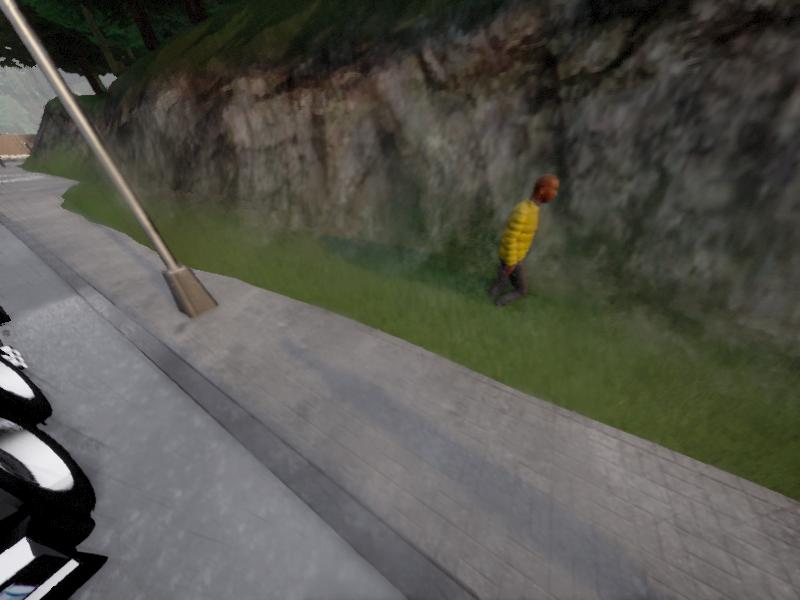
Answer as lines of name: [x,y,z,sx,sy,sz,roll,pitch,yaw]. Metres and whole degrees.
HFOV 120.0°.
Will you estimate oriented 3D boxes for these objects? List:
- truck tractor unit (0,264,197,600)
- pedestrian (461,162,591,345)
truck tractor unit: [-5.114,-0.296,0.785,6.516,4.208,3.053,18,39,24]
pedestrian: [1.350,-0.501,2.726,0.751,1.860,0.751,19,39,26]
